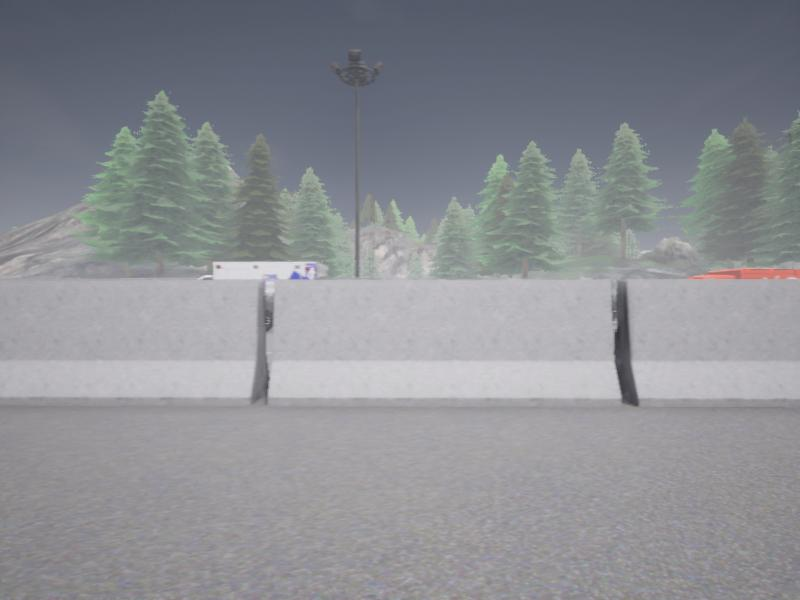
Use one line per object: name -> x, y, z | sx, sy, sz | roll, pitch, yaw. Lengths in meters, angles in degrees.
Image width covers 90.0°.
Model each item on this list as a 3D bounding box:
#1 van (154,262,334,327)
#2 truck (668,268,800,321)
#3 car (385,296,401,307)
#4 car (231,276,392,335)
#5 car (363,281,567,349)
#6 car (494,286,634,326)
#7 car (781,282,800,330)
van -> -6.041, -0.217, 16.204 | 6.366, 2.431, 2.351 | 0, 0, 0
truck -> 16.692, -0.256, 19.686 | 5.204, 2.467, 2.627 | 0, 0, 0
car -> -1.057, 0.232, 58.843 | 2.128, 1.511, 4.902 | 0, 0, -2
car -> -2.587, 0.158, 12.700 | 4.611, 1.667, 2.242 | 0, 0, 0
car -> 1.328, 0.307, 9.200 | 4.181, 1.385, 1.994 | 0, 0, 0
car -> 6.471, 0.242, 16.198 | 4.892, 1.490, 1.837 | 0, 0, 0
car -> 15.635, 0.189, 12.688 | 5.366, 1.575, 1.801 | 0, 0, 0
